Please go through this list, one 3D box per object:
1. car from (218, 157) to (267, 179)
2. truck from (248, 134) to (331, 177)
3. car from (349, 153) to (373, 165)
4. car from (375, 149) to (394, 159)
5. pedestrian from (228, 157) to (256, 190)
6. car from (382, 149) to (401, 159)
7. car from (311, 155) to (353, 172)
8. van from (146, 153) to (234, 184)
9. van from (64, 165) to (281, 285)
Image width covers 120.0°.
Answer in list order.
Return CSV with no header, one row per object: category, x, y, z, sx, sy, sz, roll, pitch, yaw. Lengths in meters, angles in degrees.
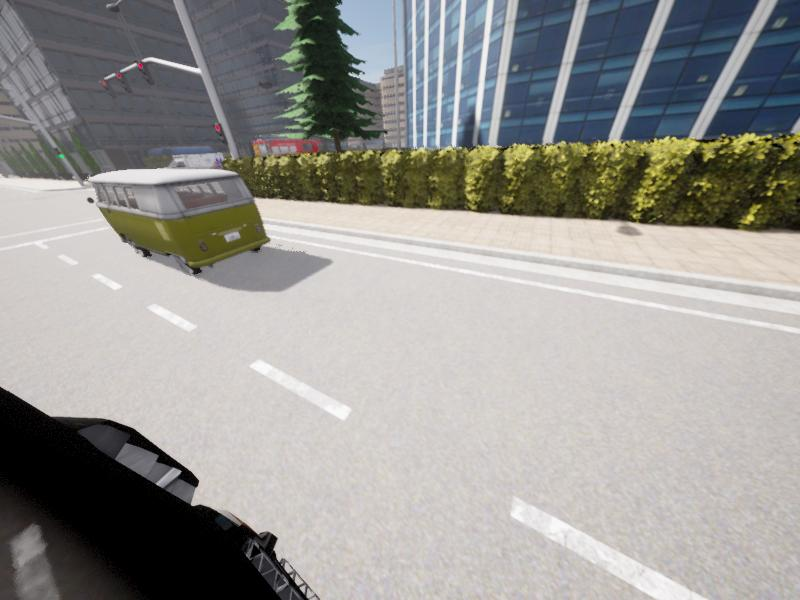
car,-17.995,-15.324,26.691,1.905,1.878,3.866,14,37,24
truck,-12.784,-17.671,28.069,2.891,3.827,8.468,14,37,24
car,-6.441,-23.567,38.518,1.845,1.501,3.633,14,37,24
car,-3.674,-34.946,55.299,2.242,1.667,4.611,14,37,24
pedestrian,-10.494,-8.414,15.420,0.751,1.860,0.751,23,42,34
car,-1.793,-32.823,51.985,1.930,1.638,5.238,14,37,24
car,-8.443,-17.227,29.155,2.128,1.511,4.902,14,37,24
van,-22.689,-14.605,25.491,2.351,2.431,6.366,14,38,24
van,-5.511,-2.084,5.713,4.442,1.987,1.775,15,37,24
